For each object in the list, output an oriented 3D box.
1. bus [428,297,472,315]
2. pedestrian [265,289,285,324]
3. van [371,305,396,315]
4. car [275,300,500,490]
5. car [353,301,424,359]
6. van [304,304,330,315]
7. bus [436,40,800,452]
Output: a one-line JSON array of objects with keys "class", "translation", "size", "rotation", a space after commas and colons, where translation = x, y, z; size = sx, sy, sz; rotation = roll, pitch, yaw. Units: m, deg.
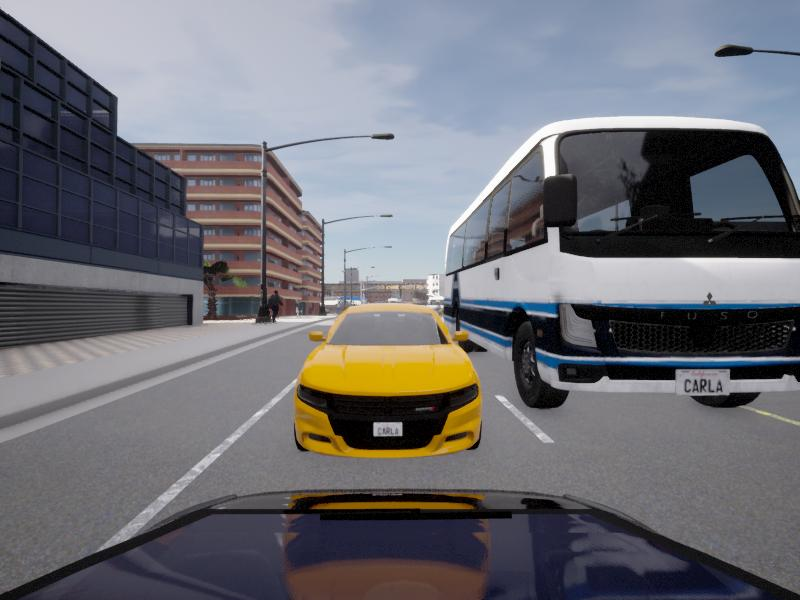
[{"class": "bus", "translation": [12.132, 1.424, 97.564], "size": [10.273, 4.253, 3.944], "rotation": [0, -1, 13]}, {"class": "pedestrian", "translation": [-6.733, 0.340, 21.566], "size": [0.751, 1.860, 0.751], "rotation": [0, -1, 11]}, {"class": "van", "translation": [-4.207, 2.411, 101.379], "size": [2.351, 2.431, 6.366], "rotation": [-1, -1, 45]}, {"class": "car", "translation": [-0.158, 0.790, 5.854], "size": [1.882, 1.535, 5.008], "rotation": [0, 1, -1]}, {"class": "car", "translation": [-0.325, 0.768, 12.619], "size": [1.812, 1.442, 4.674], "rotation": [0, 1, -1]}, {"class": "van", "translation": [-19.654, 2.234, 95.167], "size": [5.915, 2.561, 1.988], "rotation": [0, -1, -2]}, {"class": "bus", "translation": [3.384, -0.601, 9.306], "size": [3.944, 4.253, 10.273], "rotation": [0, 1, -1]}]
